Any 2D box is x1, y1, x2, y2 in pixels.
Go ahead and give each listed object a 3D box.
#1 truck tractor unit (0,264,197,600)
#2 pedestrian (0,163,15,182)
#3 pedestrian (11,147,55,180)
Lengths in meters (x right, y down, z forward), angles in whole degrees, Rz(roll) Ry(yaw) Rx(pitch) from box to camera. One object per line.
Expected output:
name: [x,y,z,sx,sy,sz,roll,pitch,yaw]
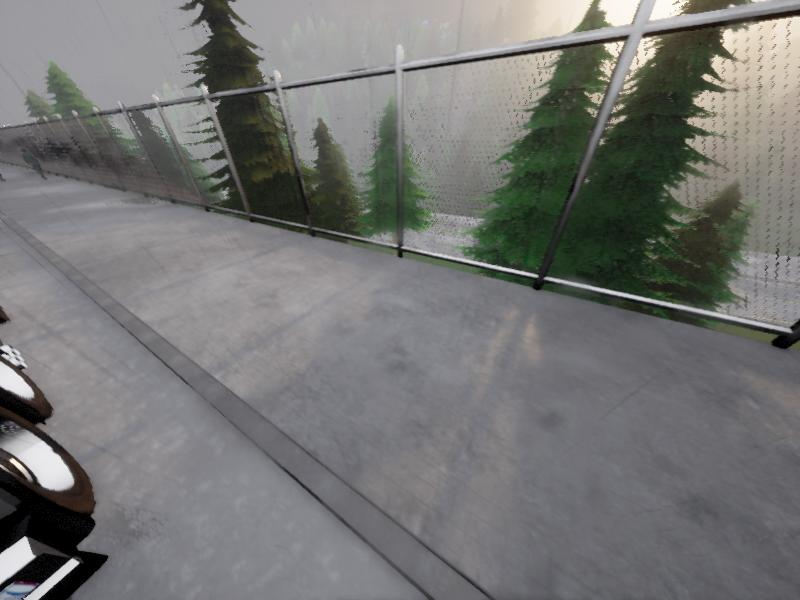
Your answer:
truck tractor unit: [-5.115,-0.297,0.781,6.516,4.208,3.053,18,39,24]
pedestrian: [-26.214,-8.609,14.767,0.751,1.860,0.751,28,44,35]
pedestrian: [-24.724,-9.204,15.608,0.751,1.860,0.751,25,42,32]
